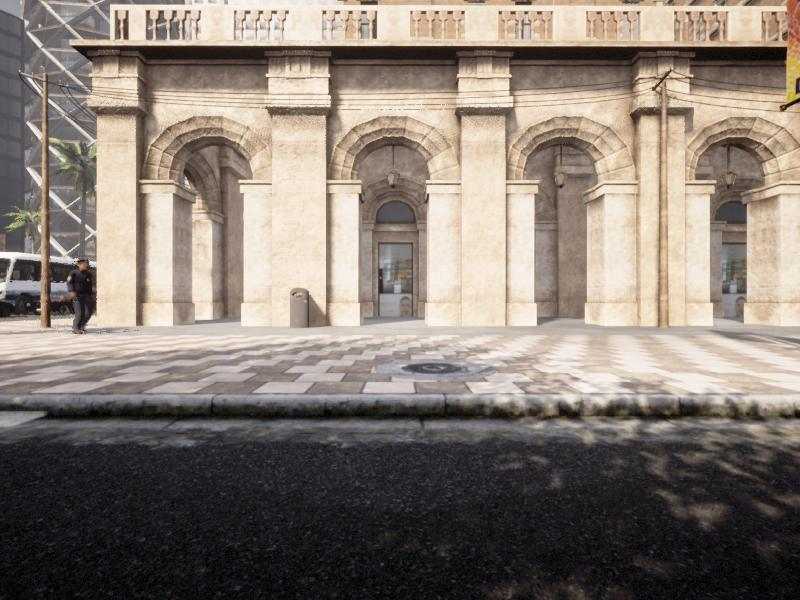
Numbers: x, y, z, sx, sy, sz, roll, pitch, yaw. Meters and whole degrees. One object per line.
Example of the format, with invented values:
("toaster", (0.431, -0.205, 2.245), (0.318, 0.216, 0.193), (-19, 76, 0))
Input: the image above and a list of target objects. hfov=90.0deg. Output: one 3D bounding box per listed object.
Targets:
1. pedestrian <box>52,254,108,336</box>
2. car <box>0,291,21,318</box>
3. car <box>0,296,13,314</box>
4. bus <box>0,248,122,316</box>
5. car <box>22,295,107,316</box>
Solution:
("pedestrian", (-7.569, -0.116, 9.489), (0.751, 1.860, 0.751), (0, 0, 18))
("car", (-23.029, 0.251, 21.246), (1.816, 1.474, 4.193), (0, 0, 0))
("car", (-30.045, 0.339, 27.757), (1.895, 1.301, 4.718), (0, 0, 0))
("bus", (-26.426, -1.138, 30.064), (3.944, 4.253, 10.273), (0, 0, 0))
("car", (-23.035, 0.340, 27.750), (1.895, 1.301, 4.718), (0, 0, 0))
